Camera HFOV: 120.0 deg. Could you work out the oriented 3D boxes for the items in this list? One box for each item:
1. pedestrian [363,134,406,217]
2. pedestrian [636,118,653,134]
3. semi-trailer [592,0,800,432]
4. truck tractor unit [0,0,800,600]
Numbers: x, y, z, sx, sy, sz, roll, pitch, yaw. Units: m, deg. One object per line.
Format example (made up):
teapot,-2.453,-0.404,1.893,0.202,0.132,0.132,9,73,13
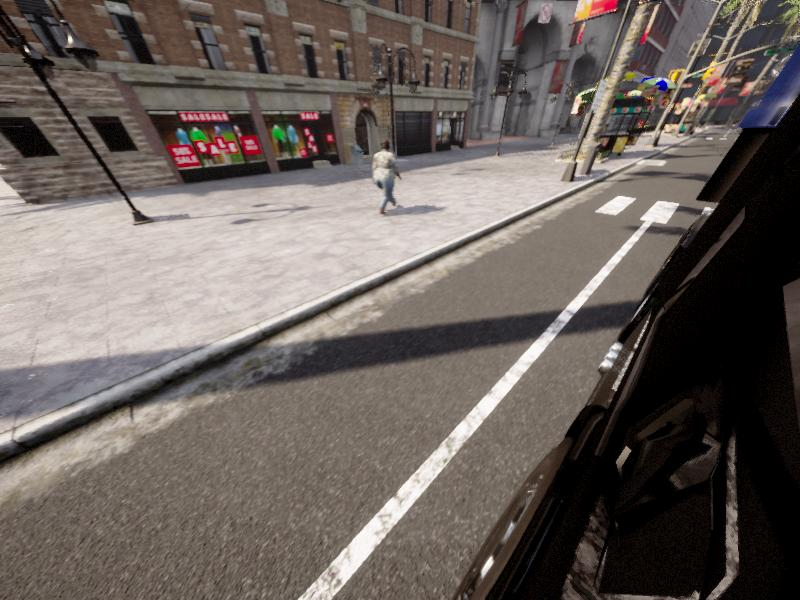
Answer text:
pedestrian,-0.373,-3.373,6.337,0.751,1.860,0.751,18,41,25
pedestrian,36.495,-26.058,34.535,0.751,1.860,0.751,-4,37,-2
semi-trailer,9.056,-3.320,3.861,14.254,4.402,2.717,-24,41,-26
truck tractor unit,2.645,-0.295,0.351,6.516,4.208,3.053,-28,44,-30
